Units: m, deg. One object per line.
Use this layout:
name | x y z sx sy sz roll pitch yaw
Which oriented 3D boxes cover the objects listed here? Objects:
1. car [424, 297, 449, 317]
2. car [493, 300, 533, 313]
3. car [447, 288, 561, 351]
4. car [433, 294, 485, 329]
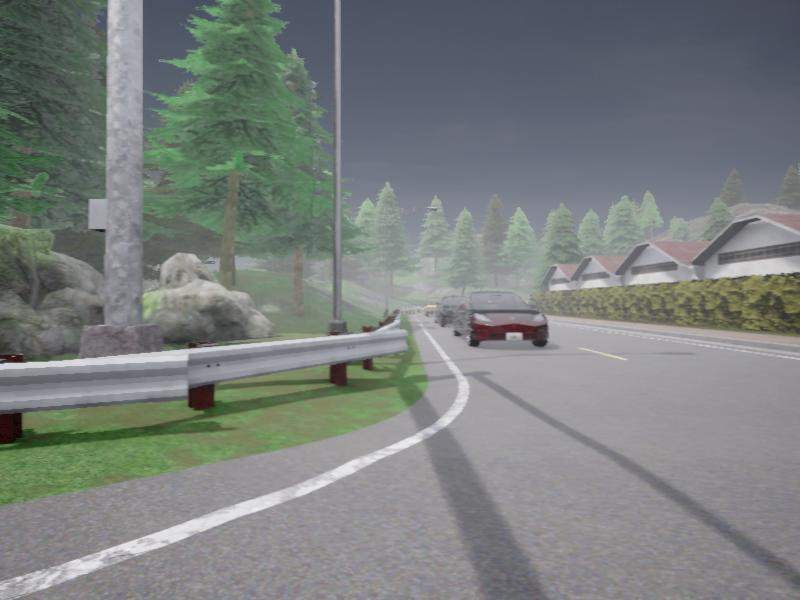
car | 3.002 0.586 33.541 1.801 1.575 5.366 0 -1 2
car | 12.653 0.706 44.751 4.193 1.474 1.816 0 -1 -30
car | 2.713 0.469 11.784 2.163 1.488 4.792 0 0 1
car | 2.794 0.503 19.973 1.882 1.535 5.008 0 0 1
